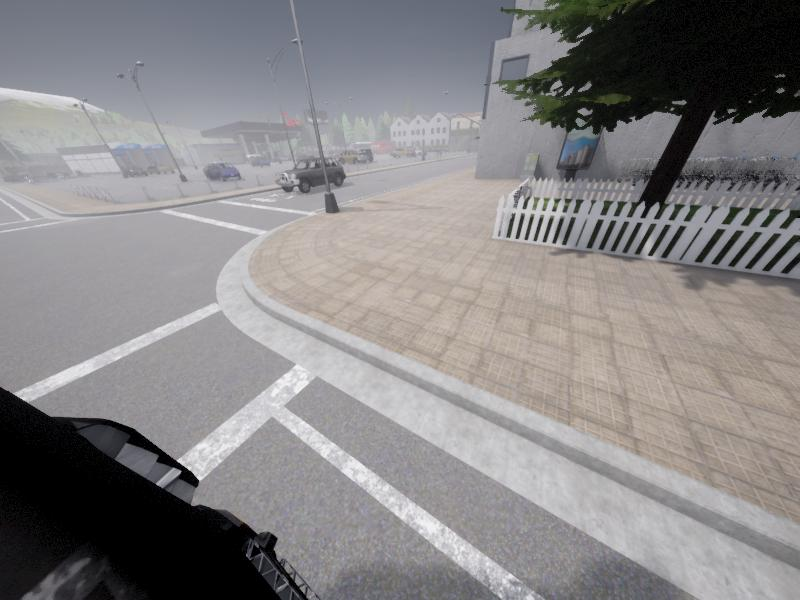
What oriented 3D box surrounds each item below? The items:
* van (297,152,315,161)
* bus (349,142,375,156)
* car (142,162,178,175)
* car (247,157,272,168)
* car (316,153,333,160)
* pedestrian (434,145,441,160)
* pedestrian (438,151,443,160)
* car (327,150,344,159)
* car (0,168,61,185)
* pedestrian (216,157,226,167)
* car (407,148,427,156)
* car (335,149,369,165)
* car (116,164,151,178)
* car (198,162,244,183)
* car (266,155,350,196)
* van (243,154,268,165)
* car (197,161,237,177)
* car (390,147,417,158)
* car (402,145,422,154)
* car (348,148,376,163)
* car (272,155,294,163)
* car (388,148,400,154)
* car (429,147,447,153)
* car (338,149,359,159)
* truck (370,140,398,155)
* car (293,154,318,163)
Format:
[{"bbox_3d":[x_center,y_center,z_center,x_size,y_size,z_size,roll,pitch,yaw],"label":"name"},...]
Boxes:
[{"bbox_3d":[-28.036,-42.960,68.970,1.775,1.987,4.442,17,39,28],"label":"van"},{"bbox_3d":[-14.653,-59.784,91.204,3.944,4.253,10.273,17,39,28],"label":"bus"},{"bbox_3d":[-37.614,-20.591,36.181,5.027,1.636,2.152,17,38,27],"label":"car"},{"bbox_3d":[-24.870,-24.397,40.906,3.633,1.501,1.845,17,38,27],"label":"car"},{"bbox_3d":[-19.662,-37.346,60.067,3.806,1.475,1.970,17,38,27],"label":"car"},{"bbox_3d":[5.978,-23.549,36.896,0.751,1.860,0.751,-22,38,-27],"label":"pedestrian"},{"bbox_3d":[6.408,-22.829,36.467,0.500,1.100,0.500,-25,39,-29],"label":"pedestrian"},{"bbox_3d":[-17.408,-39.050,61.945,3.866,1.878,1.905,17,38,27],"label":"car"},{"bbox_3d":[-57.392,-19.184,35.767,1.930,1.638,5.238,1,34,6],"label":"car"},{"bbox_3d":[-38.036,-29.339,49.038,0.751,1.860,0.751,18,39,28],"label":"pedestrian"},{"bbox_3d":[3.780,-32.418,50.608,3.806,1.475,1.970,17,38,27],"label":"car"},{"bbox_3d":[-7.218,-21.513,34.800,4.605,1.855,1.932,17,38,27],"label":"car"},{"bbox_3d":[-39.217,-19.034,33.978,4.514,1.523,2.007,17,38,27],"label":"car"},{"bbox_3d":[-17.085,-12.223,22.080,3.633,1.501,1.845,17,38,27],"label":"car"},{"bbox_3d":[-5.707,-8.271,15.108,1.932,1.855,4.605,17,38,27],"label":"car"},{"bbox_3d":[-36.317,-35.362,58.132,2.069,2.038,4.480,17,39,28],"label":"van"},{"bbox_3d":[-21.825,-15.608,27.559,3.806,1.475,1.970,17,38,27],"label":"car"},{"bbox_3d":[0.680,-29.258,45.949,5.027,1.636,2.152,17,38,27],"label":"car"},{"bbox_3d":[3.687,-45.032,69.245,5.566,2.045,2.150,17,39,27],"label":"car"},{"bbox_3d":[-6.043,-23.060,37.000,3.866,1.878,1.905,17,38,27],"label":"car"},{"bbox_3d":[-32.204,-38.951,63.618,2.038,1.542,4.974,17,39,28],"label":"car"},{"bbox_3d":[-1.949,-48.861,75.869,3.705,1.549,1.789,17,39,27],"label":"car"},{"bbox_3d":[10.751,-42.550,65.627,4.718,1.301,1.895,17,39,27],"label":"car"},{"bbox_3d":[-12.447,-35.373,56.064,4.605,1.855,1.932,17,38,27],"label":"car"},{"bbox_3d":[-5.173,-48.499,73.527,8.468,3.827,2.891,17,39,27],"label":"truck"},{"bbox_3d":[-19.586,-29.295,47.830,4.514,1.523,2.007,17,38,27],"label":"car"}]
